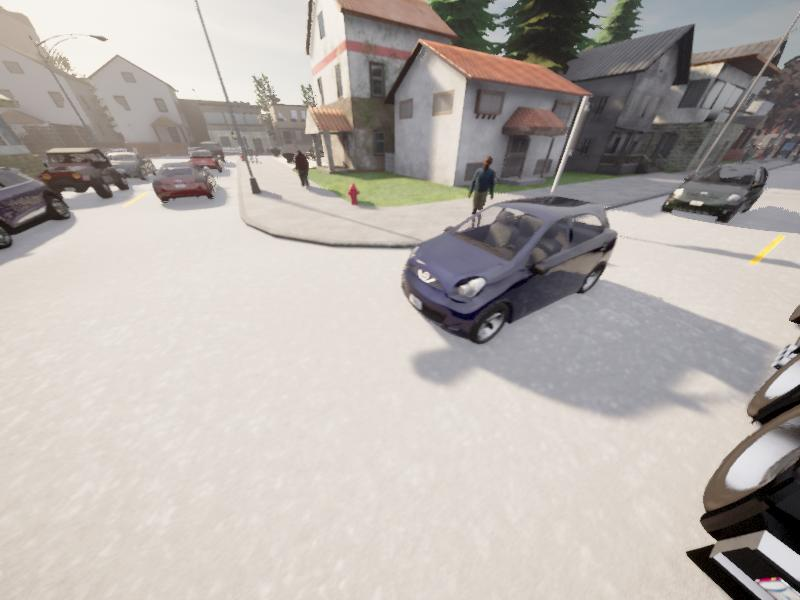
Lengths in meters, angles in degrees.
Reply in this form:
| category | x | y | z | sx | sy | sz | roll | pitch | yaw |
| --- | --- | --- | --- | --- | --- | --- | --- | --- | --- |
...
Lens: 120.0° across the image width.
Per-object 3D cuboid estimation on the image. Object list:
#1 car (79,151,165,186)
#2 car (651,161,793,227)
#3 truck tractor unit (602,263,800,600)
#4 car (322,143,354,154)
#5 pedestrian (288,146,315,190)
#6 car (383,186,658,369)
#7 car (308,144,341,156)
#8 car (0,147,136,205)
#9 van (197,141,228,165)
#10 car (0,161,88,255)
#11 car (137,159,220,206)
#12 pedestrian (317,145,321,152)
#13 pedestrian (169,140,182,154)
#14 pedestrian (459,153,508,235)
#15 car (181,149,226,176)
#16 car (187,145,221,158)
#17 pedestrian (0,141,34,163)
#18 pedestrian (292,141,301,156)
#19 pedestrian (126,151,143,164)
| category | x | y | z | sx | sy | sz | roll | pitch | yaw |
| --- | --- | --- | --- | --- | --- | --- | --- | --- | --- |
| car | -17.788 | -8.807 | 15.183 | 2.128 | 1.511 | 4.902 | -18 | 39 | -25 |
| car | 11.758 | -4.040 | 8.500 | 3.988 | 1.617 | 1.851 | -18 | 39 | -24 |
| truck tractor unit | 5.108 | -0.304 | 0.783 | 6.516 | 4.208 | 3.053 | -18 | 39 | -24 |
| car | -11.751 | -28.959 | 44.136 | 5.366 | 1.575 | 1.801 | -19 | 39 | -25 |
| pedestrian | -4.963 | -6.660 | 11.681 | 0.751 | 1.860 | 0.751 | -18 | 39 | -24 |
| car | 1.793 | -0.757 | 3.767 | 3.633 | 1.501 | 1.845 | -18 | 39 | -24 |
| car | -12.986 | -25.822 | 39.705 | 4.792 | 1.488 | 2.163 | -18 | 39 | -24 |
| car | -14.659 | -5.853 | 10.636 | 1.905 | 1.878 | 3.866 | -18 | 39 | -24 |
| van | -20.238 | -16.019 | 25.117 | 1.775 | 1.987 | 4.442 | -18 | 39 | -24 |
| car | -11.349 | -2.470 | 6.032 | 2.033 | 1.649 | 4.856 | -18 | 39 | -24 |
| car | -10.138 | -5.761 | 10.999 | 1.994 | 1.385 | 4.181 | -18 | 39 | -25 |
| pedestrian | -16.515 | -31.022 | 47.256 | 0.500 | 1.100 | 0.500 | -19 | 39 | -26 |
| pedestrian | -36.662 | -24.936 | 37.677 | 0.751 | 1.860 | 0.751 | -19 | 39 | -25 |
| pedestrian | 2.220 | -2.867 | 6.289 | 0.751 | 1.860 | 0.751 | 19 | 39 | 25 |
| car | -15.529 | -11.157 | 18.570 | 2.007 | 1.525 | 4.514 | -18 | 39 | -24 |
| car | -28.126 | -21.335 | 33.136 | 4.193 | 1.474 | 1.816 | 18 | 38 | 24 |
| pedestrian | -38.624 | -14.927 | 23.279 | 0.751 | 1.860 | 0.751 | -12 | 37 | -17 |
| pedestrian | -15.539 | -22.692 | 34.613 | 0.751 | 1.860 | 0.751 | -10 | 36 | -14 |
| pedestrian | -26.681 | -14.349 | 23.213 | 0.500 | 1.100 | 0.500 | -1 | 35 | -2 |
